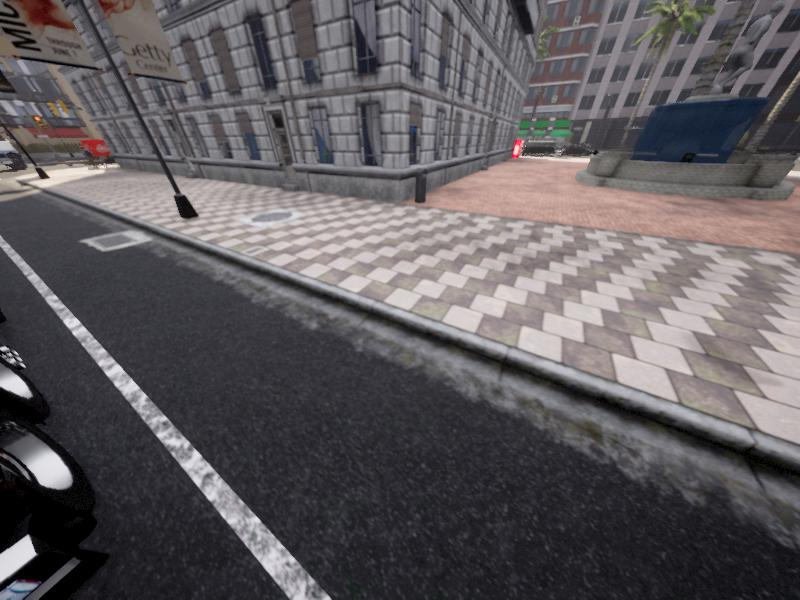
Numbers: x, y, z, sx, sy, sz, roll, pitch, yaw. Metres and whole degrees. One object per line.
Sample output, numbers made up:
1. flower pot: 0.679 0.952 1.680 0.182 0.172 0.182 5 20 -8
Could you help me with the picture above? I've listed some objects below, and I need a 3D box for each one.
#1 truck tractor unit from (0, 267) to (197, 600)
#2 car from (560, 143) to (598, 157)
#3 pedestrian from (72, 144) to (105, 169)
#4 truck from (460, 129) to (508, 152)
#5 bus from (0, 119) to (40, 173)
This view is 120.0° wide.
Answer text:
1. truck tractor unit: -5.115 -0.297 0.772 6.516 4.208 3.053 18 39 24
2. car: 27.105 -22.795 35.098 1.851 1.617 3.988 -28 43 -33
3. pedestrian: -27.804 -12.800 20.671 0.751 1.860 0.751 6 35 9
4. truck: 17.328 -33.157 48.119 8.468 3.827 2.891 18 39 25
5. bus: -35.963 -12.055 17.892 3.944 4.253 10.273 -20 39 -23
